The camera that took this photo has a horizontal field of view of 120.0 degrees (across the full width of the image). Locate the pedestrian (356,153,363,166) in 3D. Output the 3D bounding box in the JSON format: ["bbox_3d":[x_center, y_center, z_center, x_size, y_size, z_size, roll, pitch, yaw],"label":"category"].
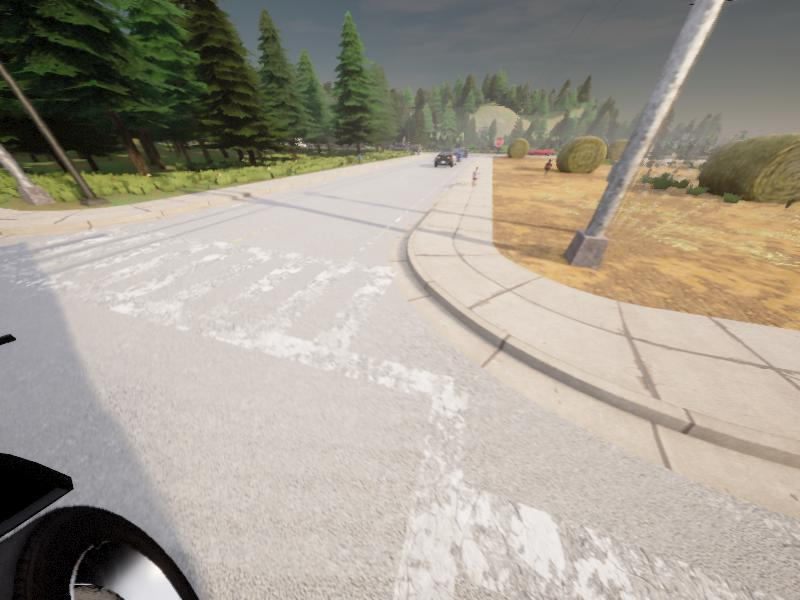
[{"bbox_3d":[-3.975,-13.913,22.841,0.500,1.100,0.500,4,35,5],"label":"pedestrian"}]

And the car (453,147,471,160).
[{"bbox_3d":[9.904,-23.400,36.780,2.007,1.525,4.514,11,36,15],"label":"car"}]

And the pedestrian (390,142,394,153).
[{"bbox_3d":[-1.655,-31.848,48.118,0.751,1.860,0.751,-6,35,-9],"label":"pedestrian"}]

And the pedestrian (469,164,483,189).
[{"bbox_3d":[4.138,-6.758,12.642,0.500,1.100,0.500,13,36,17],"label":"pedestrian"}]

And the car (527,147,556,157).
[{"bbox_3d":[27.761,-29.211,45.472,4.514,1.525,2.007,13,36,17],"label":"car"}]

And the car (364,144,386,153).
[{"bbox_3d":[-5.724,-34.755,52.853,4.514,1.525,2.007,13,36,17],"label":"car"}]

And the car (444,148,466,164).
[{"bbox_3d":[7.271,-18.950,30.277,1.882,1.535,5.008,11,36,15],"label":"car"}]

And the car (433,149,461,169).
[{"bbox_3d":[5.114,-15.310,24.972,2.038,1.542,4.974,11,36,15],"label":"car"}]

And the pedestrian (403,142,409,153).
[{"bbox_3d":[1.239,-30.640,46.426,0.751,1.860,0.751,22,40,27],"label":"pedestrian"}]

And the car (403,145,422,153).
[{"bbox_3d":[2.808,-34.923,53.333,3.806,1.475,1.970,13,36,17],"label":"car"}]

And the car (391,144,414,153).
[{"bbox_3d":[0.485,-33.323,50.899,4.514,1.525,2.007,14,37,19],"label":"car"}]

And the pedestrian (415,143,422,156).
[{"bbox_3d":[3.121,-25.500,39.083,0.751,1.860,0.751,12,36,15],"label":"pedestrian"}]

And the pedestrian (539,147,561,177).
[{"bbox_3d":[10.981,-10.119,16.937,0.751,1.860,0.751,19,39,25],"label":"pedestrian"}]
